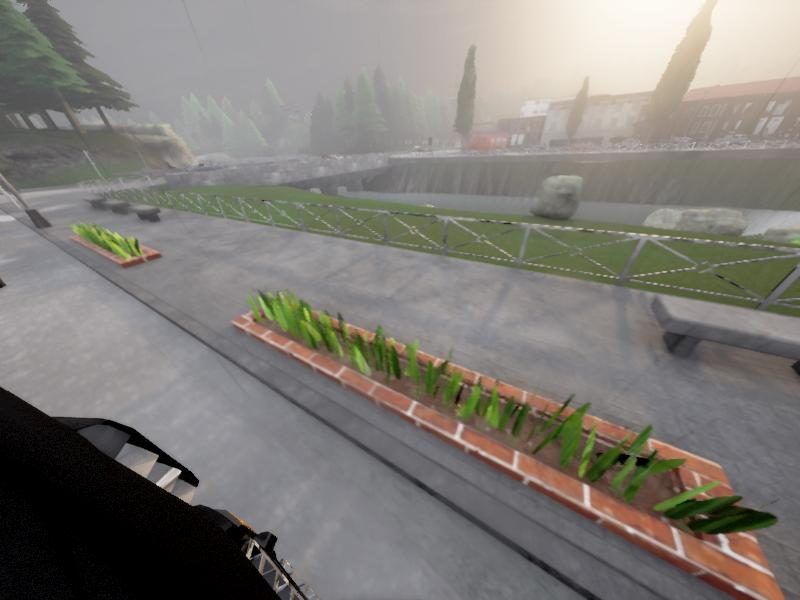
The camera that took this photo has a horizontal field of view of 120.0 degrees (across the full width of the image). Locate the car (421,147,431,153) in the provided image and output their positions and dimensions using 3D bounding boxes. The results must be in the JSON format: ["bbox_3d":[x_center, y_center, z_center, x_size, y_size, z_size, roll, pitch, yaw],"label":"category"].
[{"bbox_3d":[9.526,-55.072,84.776,2.007,1.525,4.514,16,38,26],"label":"car"}]

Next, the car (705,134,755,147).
[{"bbox_3d":[51.916,-25.148,36.466,3.806,1.475,1.970,16,38,26],"label":"car"}]

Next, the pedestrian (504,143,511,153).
[{"bbox_3d":[22.564,-31.843,48.407,0.751,1.860,0.751,2,34,8],"label":"pedestrian"}]

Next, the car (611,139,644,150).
[{"bbox_3d":[41.127,-28.212,41.907,3.806,1.475,1.970,16,38,26],"label":"car"}]

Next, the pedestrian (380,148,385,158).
[{"bbox_3d":[-3.986,-33.874,53.317,0.751,1.860,0.751,4,34,11],"label":"pedestrian"}]

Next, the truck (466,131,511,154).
[{"bbox_3d":[19.774,-35.246,52.010,8.468,3.827,2.891,16,38,26],"label":"truck"}]

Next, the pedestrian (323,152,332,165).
[{"bbox_3d":[-12.269,-24.098,39.240,0.751,1.860,0.751,16,38,27],"label":"pedestrian"}]

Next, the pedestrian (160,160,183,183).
[{"bbox_3d":[-22.810,-12.836,23.087,0.751,1.860,0.751,16,38,26],"label":"pedestrian"}]

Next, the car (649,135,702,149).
[{"bbox_3d":[46.493,-26.759,39.158,5.238,1.638,1.930,16,38,26],"label":"car"}]

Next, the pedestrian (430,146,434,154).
[{"bbox_3d":[8.956,-41.871,64.340,0.751,1.860,0.751,21,40,31],"label":"pedestrian"}]

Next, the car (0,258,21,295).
[{"bbox_3d":[-10.105,-0.849,4.619,3.633,1.501,1.845,16,38,26],"label":"car"}]

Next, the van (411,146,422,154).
[{"bbox_3d":[5.702,-51.523,79.204,2.069,2.038,4.480,16,38,26],"label":"van"}]

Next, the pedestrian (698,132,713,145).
[{"bbox_3d":[55.062,-29.080,41.589,0.751,1.860,0.751,15,38,25],"label":"pedestrian"}]

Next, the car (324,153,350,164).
[{"bbox_3d":[-12.657,-28.618,46.601,2.038,1.542,4.974,16,38,26],"label":"car"}]

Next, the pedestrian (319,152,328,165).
[{"bbox_3d":[-12.522,-23.116,37.782,0.751,1.860,0.751,15,37,24],"label":"pedestrian"}]

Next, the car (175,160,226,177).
[{"bbox_3d":[-27.553,-18.290,32.078,2.242,1.667,4.611,16,38,26],"label":"car"}]

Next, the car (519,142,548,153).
[{"bbox_3d":[28.035,-31.998,48.476,4.856,1.649,2.033,16,38,26],"label":"car"}]

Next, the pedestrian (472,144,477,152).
[{"bbox_3d":[19.428,-39.586,60.137,0.751,1.860,0.751,-22,38,-26],"label":"pedestrian"}]

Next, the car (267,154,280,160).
[{"bbox_3d":[-49.403,-55.886,90.154,1.905,1.878,3.866,16,38,26],"label":"car"}]

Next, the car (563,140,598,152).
[{"bbox_3d":[34.940,-30.032,44.990,5.027,1.651,2.152,16,38,26],"label":"car"}]
